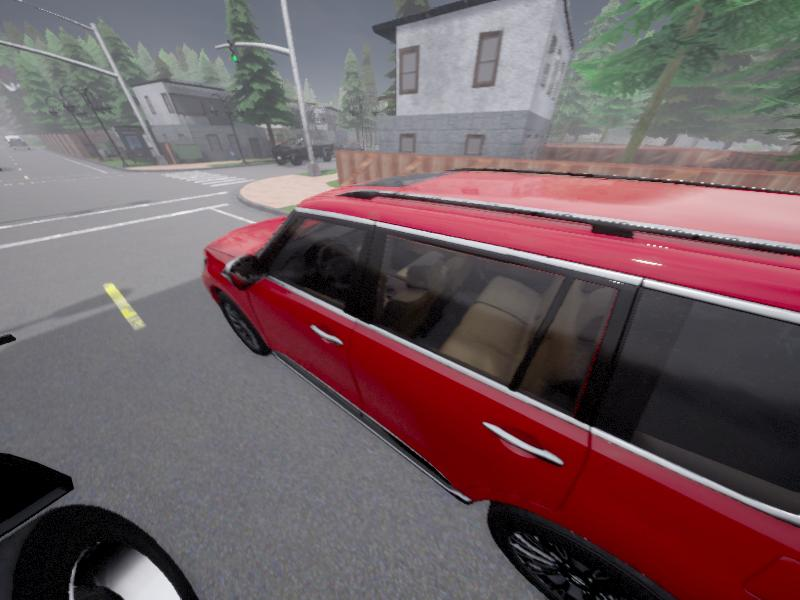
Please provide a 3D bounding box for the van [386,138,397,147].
[{"bbox_3d":[-2.436,-43.633,63.941,1.775,1.987,4.442,-12,37,-17],"label":"van"}]

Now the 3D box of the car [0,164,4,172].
[{"bbox_3d":[-31.252,-10.158,16.820,4.181,1.385,1.994,22,41,28],"label":"car"}]

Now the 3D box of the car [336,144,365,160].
[{"bbox_3d":[-5.983,-18.237,28.325,1.845,1.501,3.633,12,37,15],"label":"car"}]

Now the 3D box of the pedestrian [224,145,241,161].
[{"bbox_3d":[-17.011,-14.991,23.519,0.751,1.300,0.751,11,37,15],"label":"pedestrian"}]

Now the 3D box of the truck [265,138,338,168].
[{"bbox_3d":[-9.169,-14.370,22.326,2.390,2.098,6.274,16,38,21],"label":"truck"}]

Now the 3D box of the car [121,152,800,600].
[{"bbox_3d":[0.225,-0.064,2.223,5.566,2.045,2.150,22,41,28],"label":"car"}]

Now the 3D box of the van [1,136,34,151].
[{"bbox_3d":[-66.480,-27.260,40.139,4.480,2.038,2.069,22,41,28],"label":"van"}]
